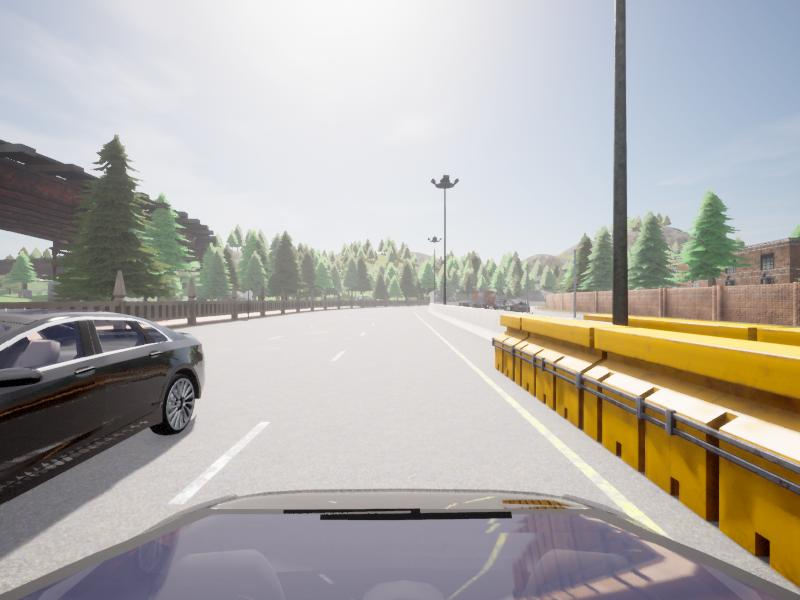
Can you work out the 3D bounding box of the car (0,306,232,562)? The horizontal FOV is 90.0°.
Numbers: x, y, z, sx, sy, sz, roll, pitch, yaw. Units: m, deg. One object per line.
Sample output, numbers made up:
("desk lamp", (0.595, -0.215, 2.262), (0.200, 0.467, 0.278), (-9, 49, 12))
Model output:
("car", (-3.500, 0.837, 3.363), (2.128, 1.511, 4.902), (0, 0, 0))
